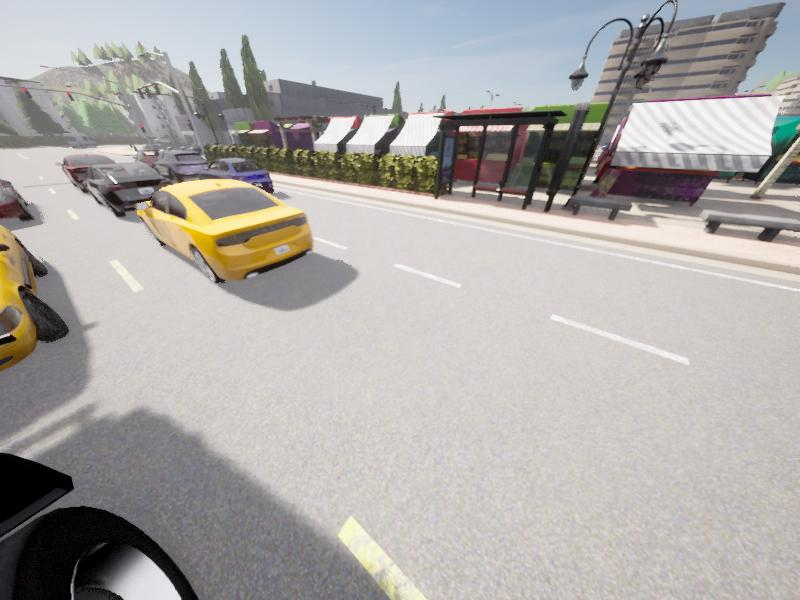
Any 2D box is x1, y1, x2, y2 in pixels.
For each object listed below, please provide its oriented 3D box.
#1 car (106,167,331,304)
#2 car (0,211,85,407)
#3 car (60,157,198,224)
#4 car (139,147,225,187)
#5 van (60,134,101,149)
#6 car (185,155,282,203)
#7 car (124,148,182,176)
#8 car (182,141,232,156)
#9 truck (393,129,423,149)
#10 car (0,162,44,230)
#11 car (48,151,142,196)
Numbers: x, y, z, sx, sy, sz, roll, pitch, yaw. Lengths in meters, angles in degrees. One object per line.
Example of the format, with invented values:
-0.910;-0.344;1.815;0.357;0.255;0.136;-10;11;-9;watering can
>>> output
-4.103;-1.844;5.162;5.008;1.535;1.882;22;41;28;car
-6.431;-0.310;2.938;5.366;1.575;1.801;22;41;28;car
-10.196;-4.329;8.693;4.792;1.488;2.163;23;41;28;car
-13.081;-8.059;13.838;4.856;1.649;2.033;23;41;28;car
-69.564;-34.809;50.553;1.988;2.561;5.915;-12;37;-16;van
-7.768;-5.788;10.787;4.193;1.474;1.816;23;41;28;car
-17.919;-10.101;16.785;3.633;1.501;1.845;25;42;31;car
-28.415;-22.475;34.185;2.152;1.651;5.027;25;42;31;car
2.079;-39.778;57.043;2.891;3.827;8.468;23;41;29;truck
-13.746;-3.314;7.228;4.792;1.488;2.163;23;41;28;car
-15.763;-6.657;11.908;5.008;1.535;1.882;23;41;28;car
